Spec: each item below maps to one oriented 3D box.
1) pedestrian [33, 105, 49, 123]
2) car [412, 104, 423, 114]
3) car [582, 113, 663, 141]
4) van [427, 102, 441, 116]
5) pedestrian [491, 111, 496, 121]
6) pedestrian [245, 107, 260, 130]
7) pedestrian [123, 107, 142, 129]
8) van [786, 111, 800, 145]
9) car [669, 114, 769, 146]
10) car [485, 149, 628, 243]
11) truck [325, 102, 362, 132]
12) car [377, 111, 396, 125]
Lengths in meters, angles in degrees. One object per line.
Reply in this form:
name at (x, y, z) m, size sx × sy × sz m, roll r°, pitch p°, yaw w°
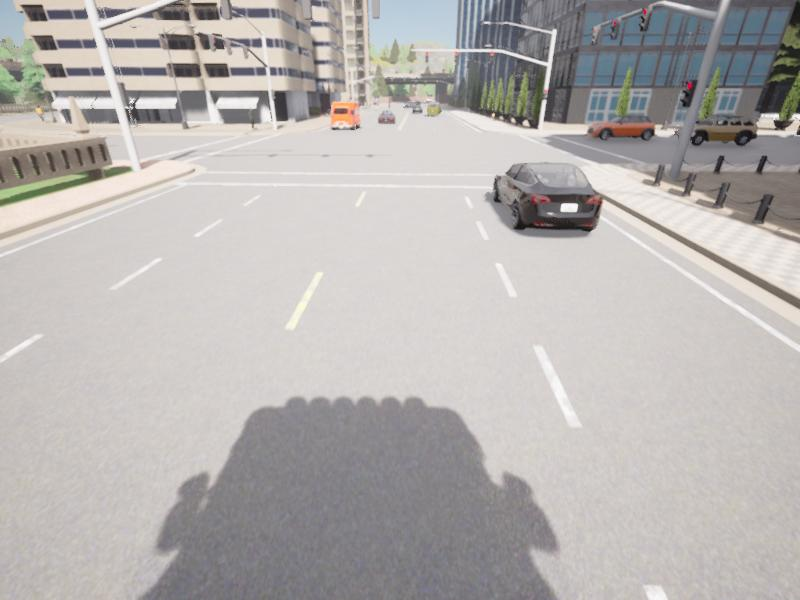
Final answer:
pedestrian at (-41.290, -21.422, 46.042) m, size 0.751 × 1.860 × 0.751 m, roll -24°, pitch 35°, yaw -38°
car at (3.166, -35.059, 73.555) m, size 2.007 × 1.525 × 4.514 m, roll 1°, pitch 27°, yaw 2°
car at (16.569, -13.021, 30.029) m, size 4.553 × 1.767 × 2.097 m, roll 1°, pitch 27°, yaw 3°
van at (5.681, -31.616, 66.307) m, size 1.775 × 1.987 × 4.442 m, roll 5°, pitch 27°, yaw 10°
pedestrian at (11.662, -22.915, 49.878) m, size 0.500 × 1.100 × 0.500 m, roll 1°, pitch 27°, yaw 1°
pedestrian at (-13.428, -16.477, 36.350) m, size 0.751 × 1.860 × 0.751 m, roll 3°, pitch 27°, yaw 7°
pedestrian at (-25.311, -17.241, 37.853) m, size 0.751 × 1.860 × 0.751 m, roll 9°, pitch 28°, yaw 16°
van at (29.022, -11.274, 26.334) m, size 4.480 × 2.038 × 2.069 m, roll 1°, pitch 27°, yaw 2°
car at (21.113, -11.364, 26.692) m, size 4.605 × 1.855 × 1.932 m, roll 1°, pitch 27°, yaw 2°
car at (3.885, -3.083, 11.070) m, size 2.163 × 1.488 × 4.792 m, roll 1°, pitch 27°, yaw 2°
truck at (-5.368, -17.925, 39.015) m, size 2.627 × 2.467 × 5.204 m, roll 1°, pitch 27°, yaw 2°
car at (-1.524, -21.531, 47.274) m, size 1.994 × 1.385 × 4.181 m, roll 1°, pitch 27°, yaw 2°
